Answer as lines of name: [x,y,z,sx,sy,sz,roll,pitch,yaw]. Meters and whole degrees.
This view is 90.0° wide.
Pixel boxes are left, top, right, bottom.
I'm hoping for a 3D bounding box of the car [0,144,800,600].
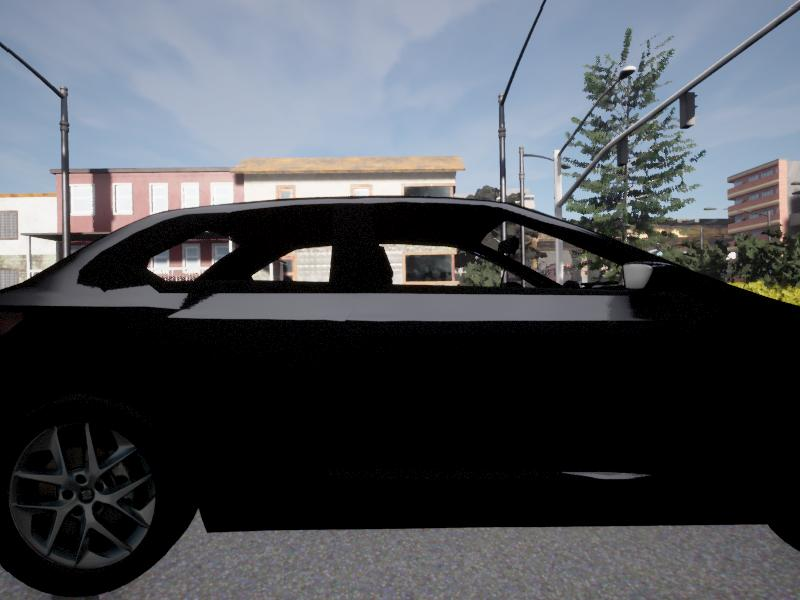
car: [0.342,0.254,2.184,4.193,1.474,1.816,0,0,-1]
